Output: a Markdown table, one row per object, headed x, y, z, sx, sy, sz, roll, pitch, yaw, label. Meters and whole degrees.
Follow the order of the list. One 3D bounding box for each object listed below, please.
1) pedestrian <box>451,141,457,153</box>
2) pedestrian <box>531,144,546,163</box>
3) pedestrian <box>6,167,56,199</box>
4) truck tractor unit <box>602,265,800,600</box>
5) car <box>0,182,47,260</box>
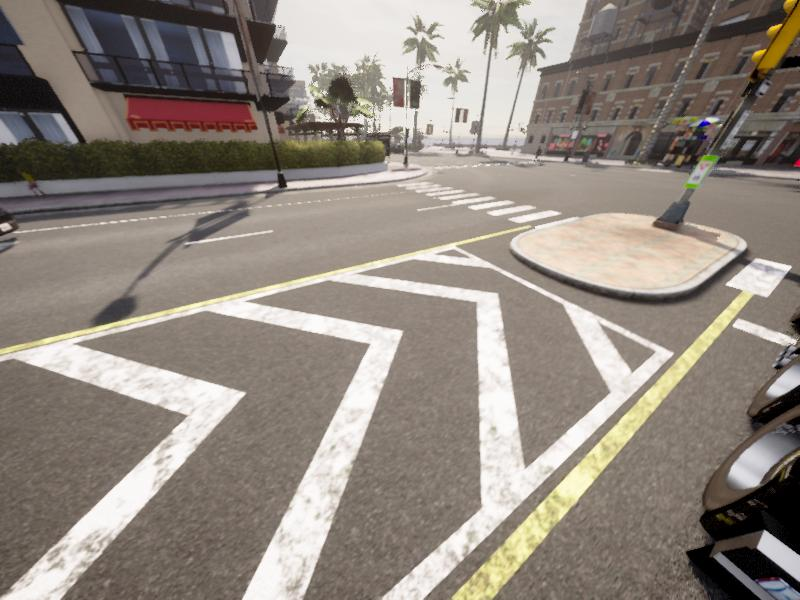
| x | y | z | sx | sy | sz | roll | pitch | yaw | label |
| --- | --- | --- | --- | --- | --- | --- | --- | --- | --- |
| 10.782 | -30.568 | 46.115 | 0.751 | 1.860 | 0.751 | -24 | 41 | -30 | pedestrian |
| 16.337 | -17.292 | 27.346 | 0.751 | 1.860 | 0.751 | -17 | 38 | -23 | pedestrian |
| -15.273 | -4.865 | 9.593 | 0.500 | 1.100 | 0.500 | -18 | 39 | -24 | pedestrian |
| 5.108 | -0.303 | 0.783 | 6.516 | 4.208 | 3.053 | -18 | 39 | -24 | truck tractor unit |
| -11.646 | -1.293 | 4.454 | 4.892 | 1.490 | 1.837 | -18 | 39 | -24 | car |
